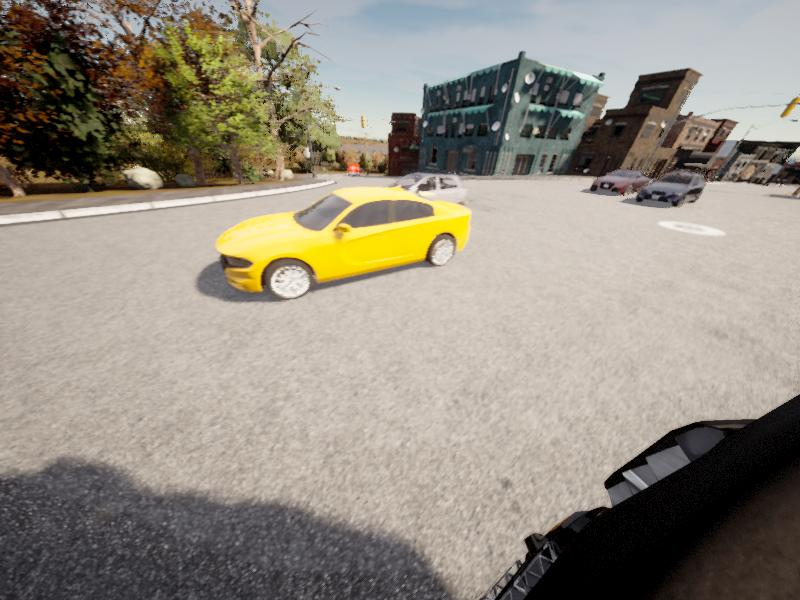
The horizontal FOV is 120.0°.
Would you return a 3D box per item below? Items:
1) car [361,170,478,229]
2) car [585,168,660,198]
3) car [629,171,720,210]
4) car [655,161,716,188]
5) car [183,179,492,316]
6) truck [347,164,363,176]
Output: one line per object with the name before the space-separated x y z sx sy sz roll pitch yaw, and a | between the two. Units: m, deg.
car | 0.685 -3.796 8.411 3.633 1.501 1.845 -16 38 -26
car | 14.897 -7.951 15.497 4.181 1.385 1.994 -17 38 -25
car | 14.978 -6.090 12.630 4.193 1.474 1.816 -17 38 -25
car | 26.447 -11.614 21.455 3.866 1.878 1.905 -11 36 -22
car | -0.768 -1.486 4.769 5.008 1.535 1.882 -16 38 -26
truck | -10.764 -31.201 55.571 2.627 2.467 5.204 2 28 -1
